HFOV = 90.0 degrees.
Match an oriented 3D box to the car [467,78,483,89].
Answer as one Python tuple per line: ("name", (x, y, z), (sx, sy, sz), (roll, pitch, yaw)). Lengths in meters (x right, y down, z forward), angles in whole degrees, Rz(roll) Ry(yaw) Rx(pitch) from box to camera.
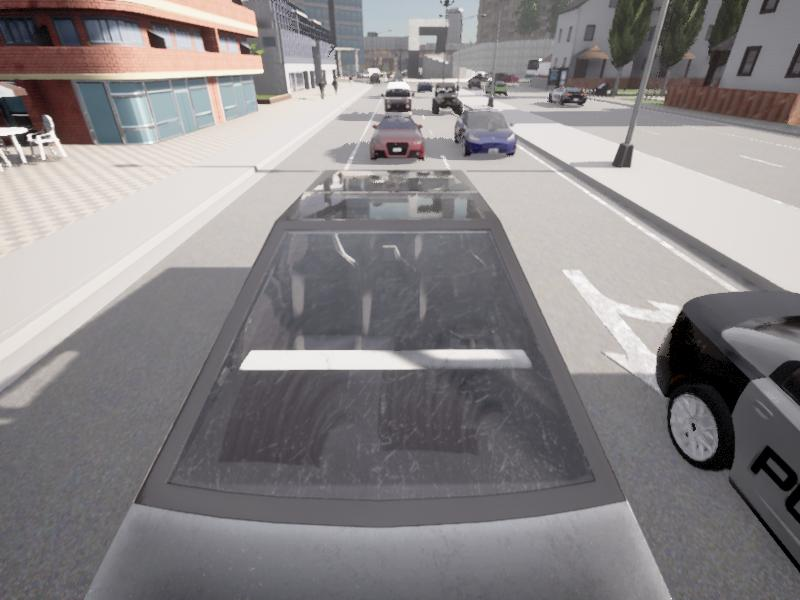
("car", (11.627, -33.721, 62.197), (2.033, 1.411, 5.357), (3, 30, 6))

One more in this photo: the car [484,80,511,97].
("car", (11.282, -24.769, 46.772), (2.007, 1.525, 4.514), (0, 30, 0))

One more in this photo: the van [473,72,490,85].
("van", (15.078, -40.898, 73.796), (2.069, 2.038, 4.480), (12, 31, 20))

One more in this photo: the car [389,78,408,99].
("car", (-0.209, -22.875, 43.220), (1.932, 1.855, 4.605), (0, 30, 0))

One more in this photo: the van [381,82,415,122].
("van", (-0.150, -13.165, 26.458), (2.069, 2.038, 4.480), (-1, 31, -1))

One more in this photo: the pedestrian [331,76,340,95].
("pedestrian", (-7.226, -23.964, 44.763), (0.751, 1.860, 0.751), (-4, 31, -7))

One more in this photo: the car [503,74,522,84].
("car", (21.766, -42.725, 77.380), (1.845, 1.501, 3.633), (26, 39, 37))

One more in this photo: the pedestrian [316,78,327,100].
("pedestrian", (-7.443, -20.097, 38.150), (0.751, 1.860, 0.751), (-2, 30, -3))

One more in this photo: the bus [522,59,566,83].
("bus", (30.755, -48.914, 85.265), (10.273, 4.253, 3.944), (-27, 39, -37))

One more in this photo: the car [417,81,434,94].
("car", (3.240, -27.798, 52.198), (1.895, 1.301, 4.718), (0, 30, 0))

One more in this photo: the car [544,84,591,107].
("car", (14.826, -18.307, 35.723), (2.038, 1.542, 4.974), (0, 31, 0))

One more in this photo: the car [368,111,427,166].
("car", (-0.097, -6.397, 15.572), (1.994, 1.385, 4.181), (0, 30, 0))

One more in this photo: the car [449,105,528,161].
("car", (3.398, -6.981, 16.448), (2.163, 1.488, 4.792), (0, 30, 0))

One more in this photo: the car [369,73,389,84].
("car", (-4.057, -42.719, 77.136), (1.932, 1.855, 4.605), (-15, 33, -24))

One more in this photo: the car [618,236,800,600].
("car", (3.454, 1.460, 1.869), (1.930, 1.638, 5.238), (0, 31, 0))

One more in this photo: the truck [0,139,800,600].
("truck", (-0.086, 0.122, 3.712), (2.390, 2.098, 6.274), (0, 30, 0))

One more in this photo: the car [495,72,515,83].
("car", (21.241, -44.987, 80.946), (3.866, 1.878, 1.905), (-26, 39, -37))

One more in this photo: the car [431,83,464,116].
("car", (3.351, -14.566, 29.002), (1.905, 1.878, 3.866), (0, 30, 0))

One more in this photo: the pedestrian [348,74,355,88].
("pedestrian", (-7.200, -32.333, 59.065), (0.751, 1.860, 0.751), (3, 30, 5))
